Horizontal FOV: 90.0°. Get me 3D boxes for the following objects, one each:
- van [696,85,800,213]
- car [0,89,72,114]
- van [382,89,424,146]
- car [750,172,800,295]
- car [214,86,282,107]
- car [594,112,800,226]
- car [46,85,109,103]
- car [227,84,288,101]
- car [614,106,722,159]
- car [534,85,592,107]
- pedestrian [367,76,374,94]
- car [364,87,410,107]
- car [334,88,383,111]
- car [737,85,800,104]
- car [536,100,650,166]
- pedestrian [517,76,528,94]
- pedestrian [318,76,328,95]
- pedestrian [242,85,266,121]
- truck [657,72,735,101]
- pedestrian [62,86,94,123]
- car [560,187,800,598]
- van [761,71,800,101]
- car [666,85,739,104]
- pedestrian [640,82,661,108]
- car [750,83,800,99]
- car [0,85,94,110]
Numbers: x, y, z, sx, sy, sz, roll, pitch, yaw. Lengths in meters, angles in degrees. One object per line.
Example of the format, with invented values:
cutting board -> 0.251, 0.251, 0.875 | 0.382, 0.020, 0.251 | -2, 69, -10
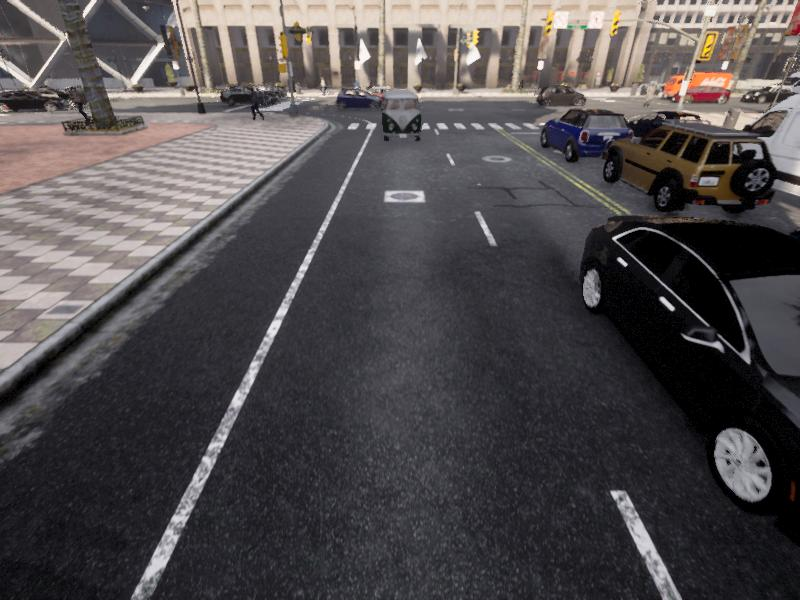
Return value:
van -> 10.616, -3.713, 9.839 | 1.988, 2.561, 5.915 | 0, 30, 0
car -> -28.119, -15.007, 30.221 | 4.674, 1.442, 1.812 | -11, 32, -18
van -> 0.056, -8.820, 19.109 | 1.775, 1.987, 4.442 | -1, 31, -2
car -> 7.070, -0.285, 4.899 | 1.851, 1.617, 3.988 | 0, 30, 0
car -> -13.029, -17.646, 34.670 | 4.902, 1.511, 2.128 | 0, 30, -1
car -> 7.113, -3.568, 10.244 | 1.932, 1.855, 4.605 | 0, 30, 0
car -> -31.113, -19.965, 38.771 | 4.181, 1.385, 1.994 | -9, 31, -15
car -> -14.503, -21.194, 40.853 | 5.357, 1.411, 2.033 | 0, 30, 0
car -> 10.639, -6.895, 16.278 | 1.845, 1.501, 3.633 | 0, 30, 1
car -> 13.957, -17.605, 34.516 | 3.988, 1.617, 1.851 | 0, 30, 0
pedestrian -> -3.541, -25.773, 47.875 | 0.751, 1.860, 0.751 | -3, 30, -5
car -> -1.076, -17.617, 34.660 | 3.806, 1.475, 1.970 | 0, 30, 0
car -> -3.198, -15.884, 31.642 | 3.633, 1.501, 1.845 | 0, 30, 0
car -> 34.459, -19.208, 37.393 | 3.806, 1.475, 1.970 | 0, 30, 1
car -> 7.129, -6.587, 15.488 | 2.097, 1.767, 4.553 | 0, 30, 1
pedestrian -> 14.648, -25.775, 47.886 | 0.751, 1.860, 0.751 | 0, 30, 1
pedestrian -> -8.674, -24.276, 45.314 | 0.751, 1.860, 0.751 | -15, 34, -25
pedestrian -> -8.643, -11.685, 23.785 | 0.751, 1.860, 0.751 | 8, 31, 14
truck -> 29.615, -21.430, 40.207 | 5.204, 2.467, 2.627 | 0, 30, 0
pedestrian -> -18.718, -11.417, 23.324 | 0.751, 1.860, 0.751 | -10, 32, -17
car -> 3.567, 0.194, 4.192 | 1.837, 1.490, 4.892 | 0, 30, 0
van -> 40.507, -21.422, 40.086 | 5.915, 2.561, 1.988 | 0, 30, 1
car -> 28.218, -19.243, 37.447 | 4.792, 1.488, 2.163 | 0, 30, 1
pedestrian -> 20.706, -16.957, 33.111 | 0.751, 1.860, 0.751 | -1, 30, -1
car -> 41.299, -22.549, 43.108 | 4.792, 1.488, 2.163 | 0, 30, 0
car -> -28.971, -16.796, 33.084 | 5.238, 1.638, 1.930 | -10, 32, -17
